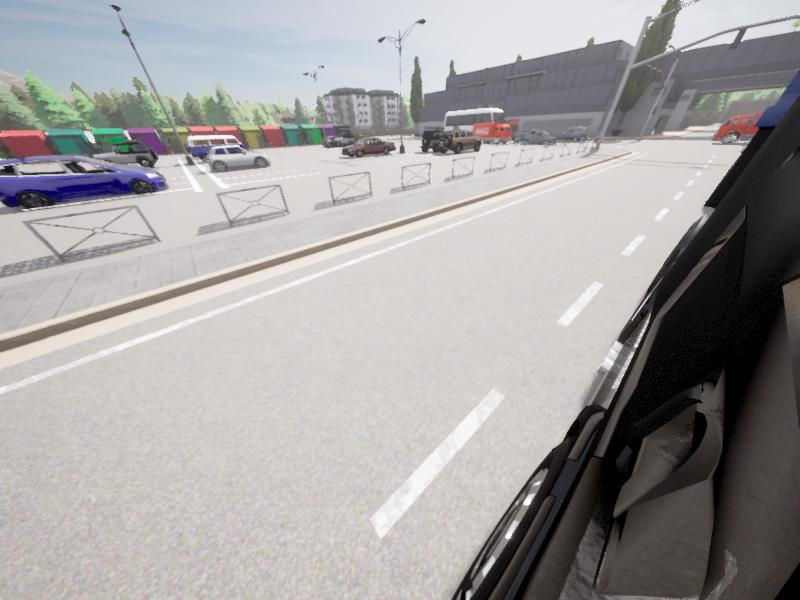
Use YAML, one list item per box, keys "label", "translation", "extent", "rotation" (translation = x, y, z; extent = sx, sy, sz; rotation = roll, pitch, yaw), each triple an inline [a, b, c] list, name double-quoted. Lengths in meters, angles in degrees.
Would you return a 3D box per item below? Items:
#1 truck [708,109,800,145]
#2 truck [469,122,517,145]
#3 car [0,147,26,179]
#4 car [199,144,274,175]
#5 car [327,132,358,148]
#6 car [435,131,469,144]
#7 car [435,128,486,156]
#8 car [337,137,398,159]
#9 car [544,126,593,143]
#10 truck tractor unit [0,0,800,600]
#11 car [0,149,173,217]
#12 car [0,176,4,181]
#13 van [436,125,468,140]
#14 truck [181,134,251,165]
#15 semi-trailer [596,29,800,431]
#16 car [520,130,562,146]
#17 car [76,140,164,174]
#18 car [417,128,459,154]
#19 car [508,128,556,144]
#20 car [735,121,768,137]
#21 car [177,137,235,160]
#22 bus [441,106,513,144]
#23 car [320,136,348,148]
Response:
- label: "truck"
  translation: [32.955, -15.691, 21.040]
  extent: [2.627, 2.467, 5.204]
  rotation: [-28, 43, -30]
- label: "truck"
  translation: [12.811, -23.175, 32.208]
  extent: [2.627, 2.467, 5.204]
  rotation: [-27, 43, -29]
- label: "car"
  translation: [-30.267, -9.102, 15.638]
  extent: [4.605, 1.855, 1.932]
  rotation: [-28, 43, -30]
- label: "car"
  translation: [-11.365, -9.957, 16.224]
  extent: [3.806, 1.475, 1.970]
  rotation: [-28, 43, -30]
- label: "car"
  translation: [-8.810, -24.574, 35.457]
  extent: [3.866, 1.878, 1.905]
  rotation: [-28, 43, -30]
- label: "car"
  translation: [8.201, -26.174, 37.249]
  extent: [1.801, 1.575, 5.366]
  rotation: [-26, 43, -29]
- label: "car"
  translation: [5.582, -14.639, 21.273]
  extent: [4.605, 1.855, 1.932]
  rotation: [-28, 43, -30]
- label: "car"
  translation: [-2.904, -14.372, 21.747]
  extent: [5.357, 1.415, 2.033]
  rotation: [-28, 43, -30]
- label: "car"
  translation: [22.752, -22.409, 31.330]
  extent: [2.242, 1.667, 4.611]
  rotation: [-27, 43, -30]
- label: "truck tractor unit"
  translation: [2.645, -0.295, 0.351]
  extent: [6.516, 4.208, 3.053]
  rotation: [-28, 44, -30]
- label: "car"
  translation: [-12.710, -4.963, 9.418]
  extent: [4.611, 1.667, 2.242]
  rotation: [-28, 43, -30]
- label: "car"
  translation: [-28.505, -7.770, 14.099]
  extent: [3.905, 1.438, 1.784]
  rotation: [-28, 43, -30]
- label: "van"
  translation: [10.594, -34.833, 48.123]
  extent: [2.351, 2.431, 6.366]
  rotation: [-26, 43, -29]
- label: "truck"
  translation: [-16.954, -14.043, 21.471]
  extent: [4.478, 2.038, 2.069]
  rotation: [-28, 43, -30]
- label: "semi-trailer"
  translation: [8.789, -3.512, 4.180]
  extent: [14.254, 4.402, 2.717]
  rotation: [-27, 43, -29]
- label: "car"
  translation: [17.093, -19.759, 28.157]
  extent: [1.845, 1.501, 3.633]
  rotation: [-27, 43, -30]
- label: "car"
  translation: [-21.845, -11.412, 18.330]
  extent: [3.866, 1.878, 1.905]
  rotation: [-28, 43, -30]
- label: "car"
  translation: [3.773, -15.935, 23.124]
  extent: [3.866, 1.878, 1.905]
  rotation: [-28, 43, -30]
- label: "car"
  translation: [17.959, -22.468, 31.698]
  extent: [2.152, 1.651, 5.027]
  rotation: [-28, 43, -30]
- label: "car"
  translation: [46.703, -22.778, 30.737]
  extent: [4.892, 1.490, 1.837]
  rotation: [-28, 44, -30]
- label: "car"
  translation: [-22.252, -17.568, 26.672]
  extent: [4.605, 1.855, 1.932]
  rotation: [-28, 43, -30]
- label: "bus"
  translation: [11.889, -28.006, 37.290]
  extent: [3.944, 4.253, 10.273]
  rotation: [-26, 43, -29]
- label: "car"
  translation: [-10.647, -25.663, 37.427]
  extent: [3.806, 1.475, 1.970]
  rotation: [-28, 43, -30]
